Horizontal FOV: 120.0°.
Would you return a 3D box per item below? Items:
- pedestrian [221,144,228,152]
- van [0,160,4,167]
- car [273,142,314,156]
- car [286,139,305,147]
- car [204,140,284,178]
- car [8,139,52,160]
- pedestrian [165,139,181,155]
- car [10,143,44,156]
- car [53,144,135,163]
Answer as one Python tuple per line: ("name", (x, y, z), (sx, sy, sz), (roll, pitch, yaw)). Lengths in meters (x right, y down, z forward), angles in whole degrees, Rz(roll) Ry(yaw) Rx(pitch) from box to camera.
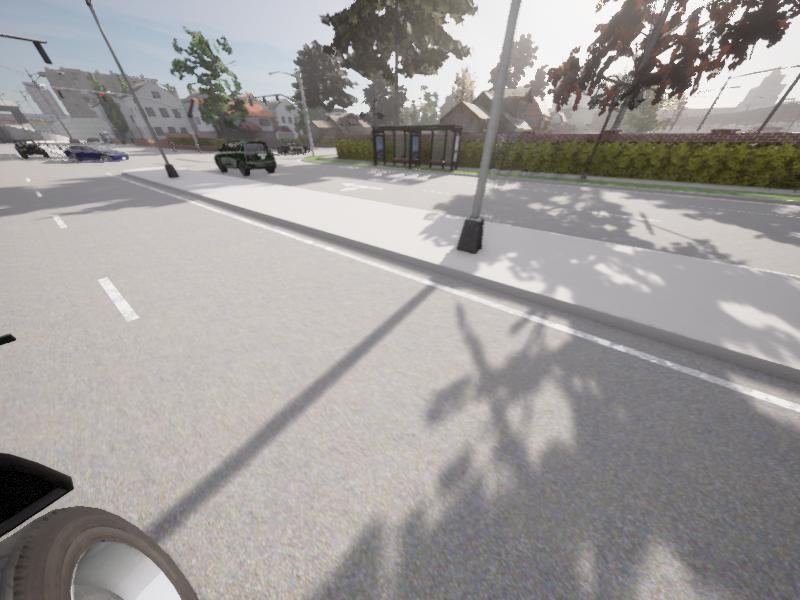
("pedestrian", (-29.001, -25.159, 38.154), (0.500, 1.100, 0.500), (-7, 36, -10))
("van", (-36.829, -12.666, 19.825), (4.480, 2.038, 2.069), (22, 41, 28))
("car", (-16.040, -23.156, 35.239), (1.930, 1.638, 5.238), (23, 41, 29))
("car", (-24.577, -36.842, 54.150), (3.806, 1.475, 1.970), (22, 41, 28))
("car", (-11.376, -10.399, 16.810), (5.566, 2.045, 2.150), (22, 41, 28))
("car", (-43.441, -17.756, 27.122), (3.866, 1.878, 1.905), (23, 41, 28))
("pedestrian", (-32.233, -21.720, 32.832), (0.751, 1.860, 0.751), (25, 42, 30))
("car", (-51.096, -20.623, 31.651), (4.718, 1.301, 1.895), (22, 41, 28))
("car", (-31.275, -15.080, 23.783), (4.792, 1.488, 2.163), (-2, 35, -4))
